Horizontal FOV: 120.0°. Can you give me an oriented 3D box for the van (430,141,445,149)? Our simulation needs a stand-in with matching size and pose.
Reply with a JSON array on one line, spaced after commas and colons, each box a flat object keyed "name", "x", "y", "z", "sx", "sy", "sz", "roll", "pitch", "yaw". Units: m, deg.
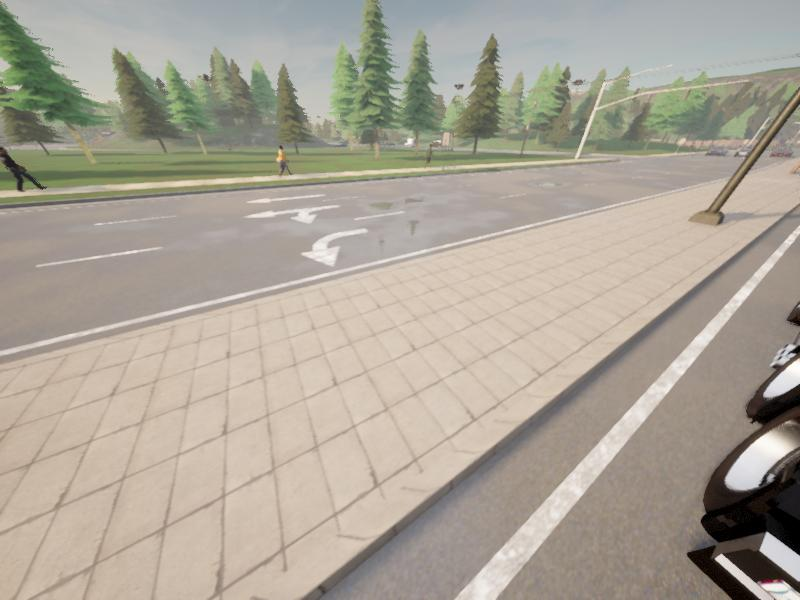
[{"name": "van", "x": 11.759, "y": -48.914, "z": 72.685, "sx": 2.069, "sy": 2.038, "sz": 4.480, "roll": -18, "pitch": 39, "yaw": -24}]

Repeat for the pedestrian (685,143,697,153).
[{"name": "pedestrian", "x": 62.917, "y": -32.883, "z": 49.922, "sx": 0.751, "sy": 1.860, "sz": 0.751, "roll": -17, "pitch": 39, "yaw": -24}]

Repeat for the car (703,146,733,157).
[{"name": "car", "x": 60.379, "y": -28.258, "z": 43.866, "sx": 4.974, "sy": 1.542, "sz": 2.038, "roll": -19, "pitch": 39, "yaw": -25}]

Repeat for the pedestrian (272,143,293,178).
[{"name": "pedestrian", "x": -7.645, "y": -9.085, "z": 15.069, "sx": 0.751, "sy": 1.860, "sz": 0.751, "roll": -17, "pitch": 39, "yaw": -24}]

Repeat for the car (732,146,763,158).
[{"name": "car", "x": 62.610, "y": -26.740, "z": 41.617, "sx": 4.856, "sy": 1.649, "sz": 2.033, "roll": -19, "pitch": 39, "yaw": -25}]

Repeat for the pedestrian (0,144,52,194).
[{"name": "pedestrian", "x": -17.244, "y": -5.899, "z": 10.399, "sx": 0.751, "sy": 1.860, "sz": 0.751, "roll": -18, "pitch": 39, "yaw": -24}]

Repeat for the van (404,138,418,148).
[{"name": "van", "x": 3.726, "y": -53.170, "z": 78.257, "sx": 1.988, "sy": 2.561, "sz": 5.915, "roll": -18, "pitch": 39, "yaw": -24}]

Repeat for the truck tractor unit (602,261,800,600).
[{"name": "truck tractor unit", "x": 5.106, "y": -0.305, "z": 0.791, "sx": 6.516, "sy": 4.208, "sz": 3.053, "roll": -18, "pitch": 39, "yaw": -24}]

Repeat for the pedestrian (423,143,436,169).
[{"name": "pedestrian", "x": 2.531, "y": -12.414, "z": 19.950, "sx": 0.751, "sy": 1.860, "sz": 0.751, "roll": -17, "pitch": 38, "yaw": -23}]
